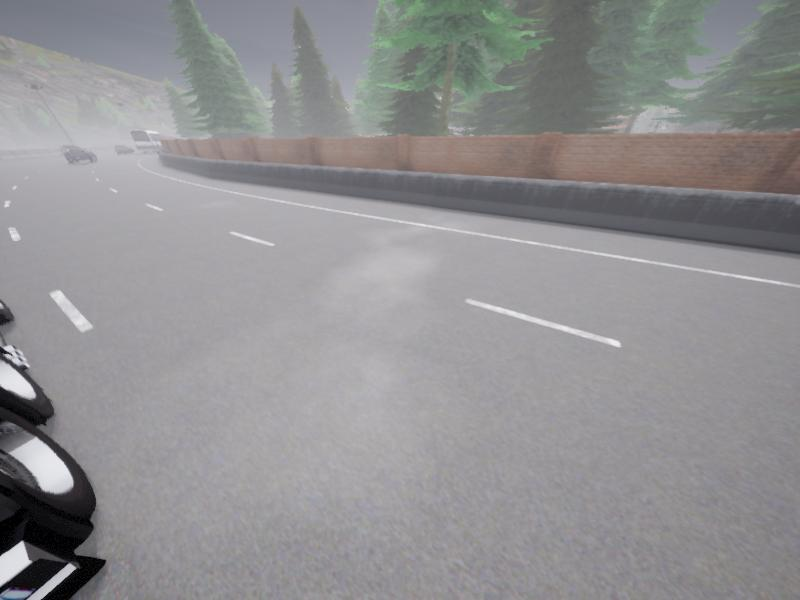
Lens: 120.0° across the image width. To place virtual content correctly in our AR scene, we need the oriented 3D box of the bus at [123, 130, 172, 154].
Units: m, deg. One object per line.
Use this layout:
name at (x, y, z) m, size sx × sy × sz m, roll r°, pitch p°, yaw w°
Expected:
bus at (-57.426, -36.303, 53.064) m, size 3.944 × 4.253 × 10.273 m, roll -17°, pitch 38°, yaw -22°

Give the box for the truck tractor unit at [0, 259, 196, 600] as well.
truck tractor unit at (-5.106, -0.304, 0.800) m, size 6.516 × 4.208 × 3.053 m, roll 18°, pitch 39°, yaw 25°

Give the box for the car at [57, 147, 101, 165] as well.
car at (-41.352, -18.720, 29.927) m, size 2.152 × 1.651 × 5.027 m, roll -27°, pitch 43°, yaw -32°
